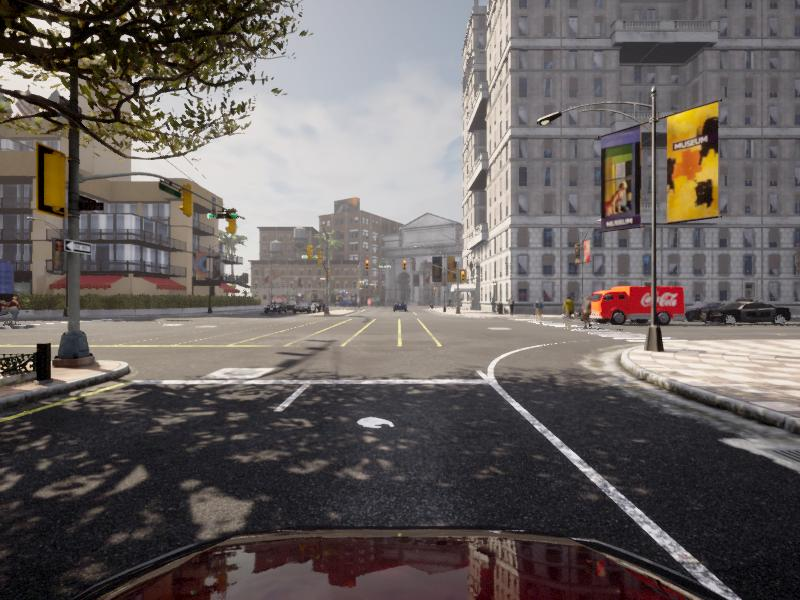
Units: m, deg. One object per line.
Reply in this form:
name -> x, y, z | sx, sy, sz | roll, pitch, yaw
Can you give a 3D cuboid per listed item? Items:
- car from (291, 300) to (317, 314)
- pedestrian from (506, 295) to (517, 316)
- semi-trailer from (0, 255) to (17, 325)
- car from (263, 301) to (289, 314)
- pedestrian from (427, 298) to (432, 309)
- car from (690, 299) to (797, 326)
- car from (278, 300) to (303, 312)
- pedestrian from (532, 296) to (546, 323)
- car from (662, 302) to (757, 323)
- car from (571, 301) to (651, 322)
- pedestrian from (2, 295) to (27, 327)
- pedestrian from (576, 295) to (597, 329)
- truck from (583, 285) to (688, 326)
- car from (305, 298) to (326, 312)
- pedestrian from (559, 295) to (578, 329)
car -> -11.489, 0.825, 48.237 | 2.038, 1.542, 4.974 | 0, 0, 0
pedestrian -> 9.910, 0.484, 35.497 | 0.751, 1.860, 0.751 | 0, 0, -2
semi-trailer -> -32.367, -0.624, 25.206 | 14.254, 4.402, 2.717 | 0, 0, 2
car -> -14.984, 0.852, 48.417 | 1.970, 1.475, 3.806 | 0, 0, 0
pedestrian -> 5.218, 0.634, 70.249 | 0.751, 1.860, 0.751 | 0, 0, -4
car -> 22.050, 0.770, 25.811 | 5.238, 1.638, 1.930 | 0, 0, 0
car -> -14.985, 0.770, 55.106 | 1.930, 1.638, 5.238 | 0, 0, 0
pedestrian -> 9.517, 0.637, 27.378 | 0.751, 1.860, 0.751 | 0, 0, 4
car -> 22.577, 0.893, 29.316 | 5.357, 1.411, 2.033 | 0, 0, 0
car -> 15.357, 0.844, 29.280 | 4.892, 1.490, 1.837 | 0, 0, 0
pedestrian -> -22.895, 0.637, 23.748 | 0.751, 1.860, 0.751 | 0, 0, 2
pedestrian -> 10.246, 0.637, 21.982 | 0.751, 1.860, 0.751 | 0, 0, -5
truck -> 14.984, 0.362, 25.775 | 5.204, 2.467, 2.627 | 0, 0, 0
car -> -11.485, 0.651, 54.488 | 1.932, 1.855, 4.605 | 0, 0, 0
pedestrian -> 9.210, 0.637, 21.913 | 0.751, 1.860, 0.751 | 0, 0, 3
